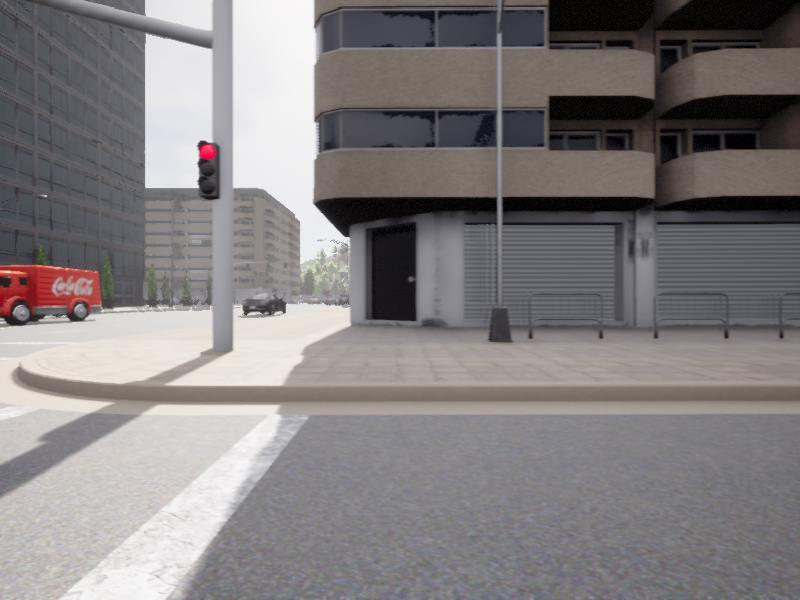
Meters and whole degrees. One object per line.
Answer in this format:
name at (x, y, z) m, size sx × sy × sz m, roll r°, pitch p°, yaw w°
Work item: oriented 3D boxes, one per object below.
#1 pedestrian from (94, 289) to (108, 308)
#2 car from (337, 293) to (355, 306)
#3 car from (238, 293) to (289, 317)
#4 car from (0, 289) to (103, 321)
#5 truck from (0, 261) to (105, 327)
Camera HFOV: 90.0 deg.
pedestrian at (-29.089, -0.112, 38.956) m, size 0.751 × 1.860 × 0.751 m, roll 0°, pitch 0°, yaw 0°
car at (-8.748, -0.056, 65.576) m, size 2.150 × 2.045 × 5.566 m, roll 0°, pitch 0°, yaw 0°
car at (-9.004, 0.281, 26.786) m, size 1.812 × 1.442 × 4.674 m, roll 0°, pitch 0°, yaw 0°
car at (-19.491, 0.227, 22.293) m, size 1.801 × 1.575 × 5.366 m, roll 0°, pitch 0°, yaw 1°
truck at (-16.066, -0.222, 17.377) m, size 2.627 × 2.467 × 5.204 m, roll 0°, pitch 0°, yaw 0°
